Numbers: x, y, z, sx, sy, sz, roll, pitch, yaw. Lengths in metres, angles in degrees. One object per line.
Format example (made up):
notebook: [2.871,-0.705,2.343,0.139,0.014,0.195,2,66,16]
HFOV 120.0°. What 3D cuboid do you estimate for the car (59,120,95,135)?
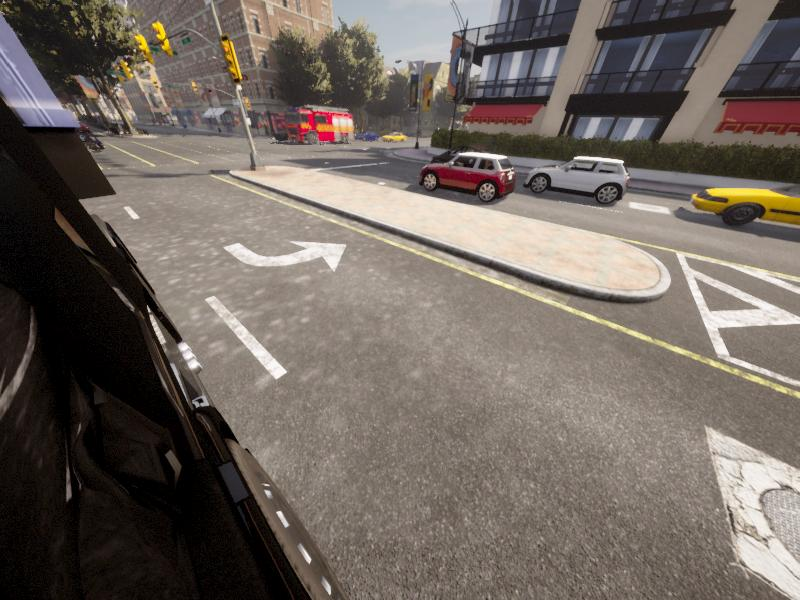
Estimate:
car: [-39.822,-21.260,28.464,4.718,1.301,1.895,28,43,29]

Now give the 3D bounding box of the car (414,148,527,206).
car: [2.759,-5.248,9.596,3.806,1.475,1.970,28,43,30]

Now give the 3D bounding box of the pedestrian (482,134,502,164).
pedestrian: [7.064,-11.596,17.734,0.751,1.860,0.751,27,43,29]

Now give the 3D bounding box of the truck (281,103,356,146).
truck: [-9.988,-22.311,29.634,2.891,3.827,8.468,27,43,29]

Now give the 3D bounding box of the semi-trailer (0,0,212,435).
semi-trailer: [-9.457,-2.940,3.287,14.254,4.402,2.717,19,40,20]

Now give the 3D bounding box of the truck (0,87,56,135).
truck: [-42.459,-20.958,25.783,8.468,3.827,2.891,28,43,29]

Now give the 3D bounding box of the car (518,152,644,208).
car: [7.680,-5.387,10.091,3.806,1.475,1.970,28,44,30]

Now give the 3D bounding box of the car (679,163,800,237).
car: [12.687,-2.810,6.876,5.366,1.575,1.801,28,43,29]

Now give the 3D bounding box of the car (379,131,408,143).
car: [-1.014,-27.781,39.382,1.801,1.575,5.366,27,43,29]

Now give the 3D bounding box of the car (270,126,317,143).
car: [-14.016,-21.934,30.700,1.930,1.638,5.238,27,43,29]

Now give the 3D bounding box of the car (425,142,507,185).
car: [3.490,-7.612,12.737,3.705,1.549,1.789,28,43,29]

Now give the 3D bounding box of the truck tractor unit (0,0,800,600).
truck tractor unit: [-2.645,-0.295,0.351,6.516,4.208,3.053,28,44,30]

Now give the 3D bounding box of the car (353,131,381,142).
car: [-5.522,-27.864,39.324,1.812,1.442,4.674,27,43,29]
